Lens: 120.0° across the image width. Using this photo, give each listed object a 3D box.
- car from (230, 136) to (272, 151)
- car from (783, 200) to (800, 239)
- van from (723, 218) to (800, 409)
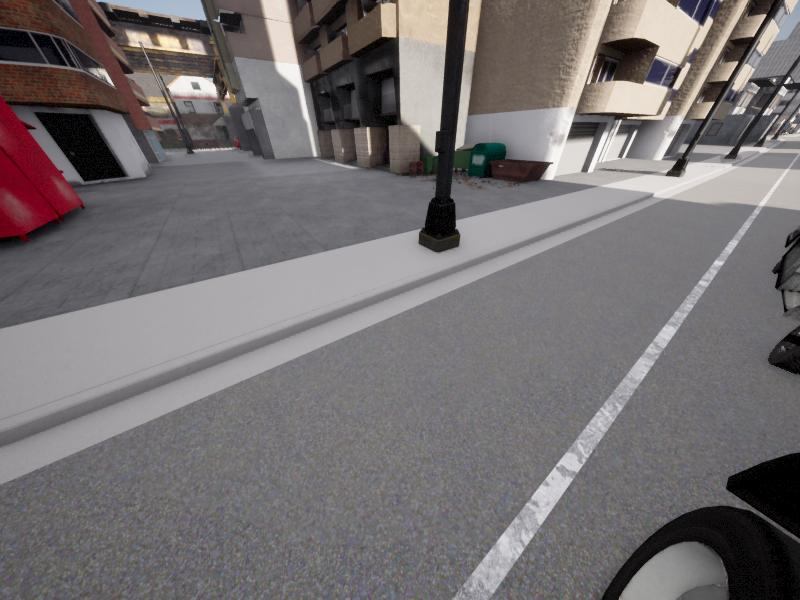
[{"bbox_3d":[-26.015,-27.530,40.519,5.566,2.045,2.150,-23,41,-27],"label":"car"},{"bbox_3d":[13.143,-2.684,6.324,4.902,1.511,2.128,-22,40,-27],"label":"car"},{"bbox_3d":[7.033,-0.625,2.658,6.366,2.431,2.351,-22,40,-28],"label":"van"}]
